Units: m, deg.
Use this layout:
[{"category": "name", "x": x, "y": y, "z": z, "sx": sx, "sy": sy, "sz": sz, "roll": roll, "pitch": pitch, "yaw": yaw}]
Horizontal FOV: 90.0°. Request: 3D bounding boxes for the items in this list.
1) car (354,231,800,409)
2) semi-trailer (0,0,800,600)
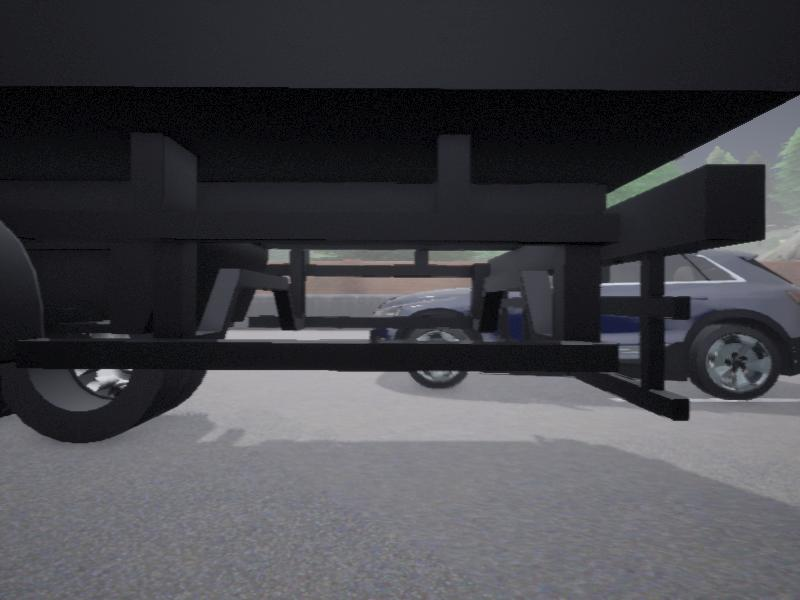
[{"category": "car", "x": 2.063, "y": 0.179, "z": 5.022, "sx": 4.856, "sy": 1.649, "sz": 2.033, "roll": 0, "pitch": 0, "yaw": 10}, {"category": "semi-trailer", "x": -6.037, "y": -1.219, "z": 2.205, "sx": 14.254, "sy": 4.402, "sz": 2.717, "roll": 0, "pitch": 0, "yaw": 0}]
